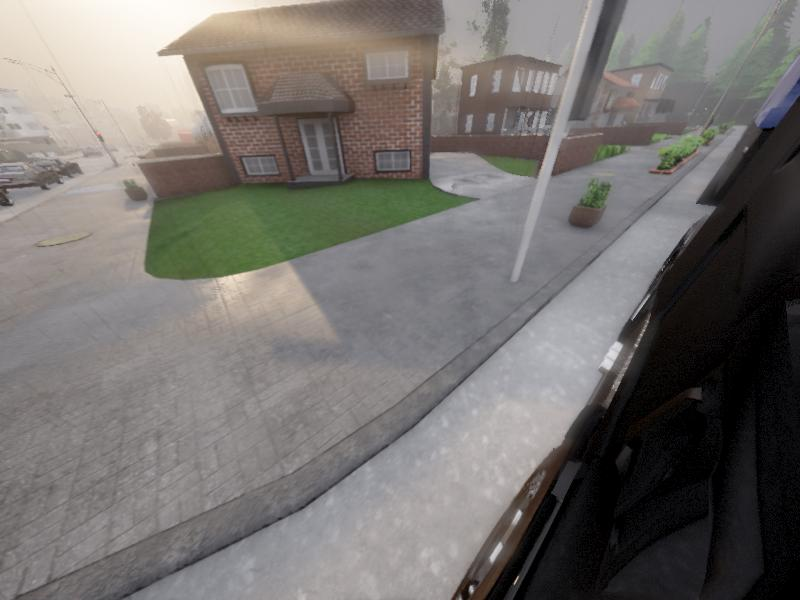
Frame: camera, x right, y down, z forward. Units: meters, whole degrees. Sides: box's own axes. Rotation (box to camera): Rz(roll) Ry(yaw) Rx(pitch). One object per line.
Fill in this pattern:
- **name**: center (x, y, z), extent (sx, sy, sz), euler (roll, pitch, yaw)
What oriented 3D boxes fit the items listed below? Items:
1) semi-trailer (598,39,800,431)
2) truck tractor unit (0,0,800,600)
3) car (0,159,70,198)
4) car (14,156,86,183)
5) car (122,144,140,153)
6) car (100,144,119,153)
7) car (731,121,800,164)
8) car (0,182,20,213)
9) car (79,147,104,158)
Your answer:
- **semi-trailer**: center (8.695, -3.603, 4.239), extent (14.254, 4.402, 2.717), euler (-28, 44, -30)
- **truck tractor unit**: center (2.645, -0.295, 0.351), extent (6.516, 4.208, 3.053), euler (-28, 44, -30)
- **car**: center (-22.656, -7.426, 13.896), extent (2.033, 1.411, 5.357), euler (-28, 44, -30)
- **car**: center (-27.275, -10.385, 18.247), extent (1.895, 1.301, 4.718), euler (-27, 43, -29)
- **car**: center (-68.870, -38.871, 59.119), extent (2.152, 1.651, 5.027), euler (-28, 43, -30)
- **car**: center (-73.396, -38.360, 58.466), extent (1.930, 1.638, 5.238), euler (-28, 43, -30)
- **car**: center (21.001, -9.002, 13.041), extent (5.238, 1.638, 1.930), euler (-28, 44, -30)
- **car**: center (-17.606, -3.932, 8.903), extent (1.994, 1.385, 4.181), euler (-30, 45, -32)
- **car**: center (-58.123, -27.845, 43.581), extent (1.994, 1.385, 4.181), euler (-28, 43, -30)
